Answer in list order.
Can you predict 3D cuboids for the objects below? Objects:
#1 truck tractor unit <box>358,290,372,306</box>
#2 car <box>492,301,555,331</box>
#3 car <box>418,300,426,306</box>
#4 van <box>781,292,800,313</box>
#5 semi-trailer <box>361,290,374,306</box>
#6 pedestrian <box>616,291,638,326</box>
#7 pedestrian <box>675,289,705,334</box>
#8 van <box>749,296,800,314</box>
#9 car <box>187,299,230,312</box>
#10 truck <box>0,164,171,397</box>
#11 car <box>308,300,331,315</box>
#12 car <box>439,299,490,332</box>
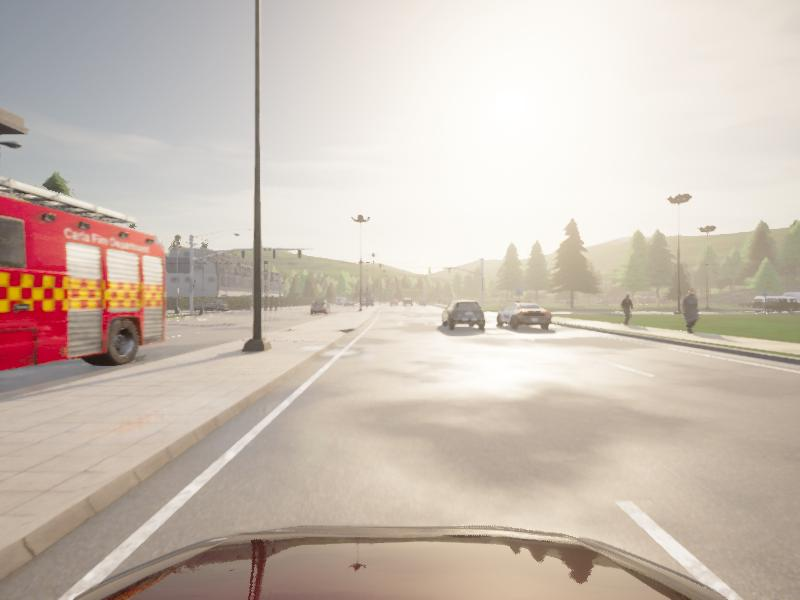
[{"bbox_3d":[-9.316,-0.558,107.963,3.053,4.208,6.516,0,0,1],"label":"truck tractor unit"},{"bbox_3d":[6.953,0.819,23.104,2.038,1.542,4.974,0,0,0],"label":"car"},{"bbox_3d":[5.592,0.754,103.039,1.851,1.617,3.988,0,0,0],"label":"car"},{"bbox_3d":[52.226,0.284,50.734,5.915,2.561,1.988,0,0,1],"label":"van"},{"bbox_3d":[-9.259,-0.656,115.876,2.717,4.402,14.254,0,0,0],"label":"semi-trailer"},{"bbox_3d":[12.223,0.466,21.599,0.751,1.860,0.751,0,0,-2],"label":"pedestrian"},{"bbox_3d":[12.247,0.468,16.922,0.751,1.860,0.751,0,0,0],"label":"pedestrian"},{"bbox_3d":[44.409,0.558,47.318,4.480,2.038,2.069,0,0,0],"label":"van"},{"bbox_3d":[-24.742,0.740,51.814,4.611,1.667,2.242,0,0,-3],"label":"car"},{"bbox_3d":[-8.010,-0.323,7.215,2.891,3.827,8.468,0,0,0],"label":"truck"},{"bbox_3d":[-8.607,0.774,43.272,1.851,1.617,3.988,0,0,-2],"label":"car"},{"bbox_3d":[3.484,0.770,22.551,2.033,1.649,4.856,0,0,-1],"label":"car"}]
